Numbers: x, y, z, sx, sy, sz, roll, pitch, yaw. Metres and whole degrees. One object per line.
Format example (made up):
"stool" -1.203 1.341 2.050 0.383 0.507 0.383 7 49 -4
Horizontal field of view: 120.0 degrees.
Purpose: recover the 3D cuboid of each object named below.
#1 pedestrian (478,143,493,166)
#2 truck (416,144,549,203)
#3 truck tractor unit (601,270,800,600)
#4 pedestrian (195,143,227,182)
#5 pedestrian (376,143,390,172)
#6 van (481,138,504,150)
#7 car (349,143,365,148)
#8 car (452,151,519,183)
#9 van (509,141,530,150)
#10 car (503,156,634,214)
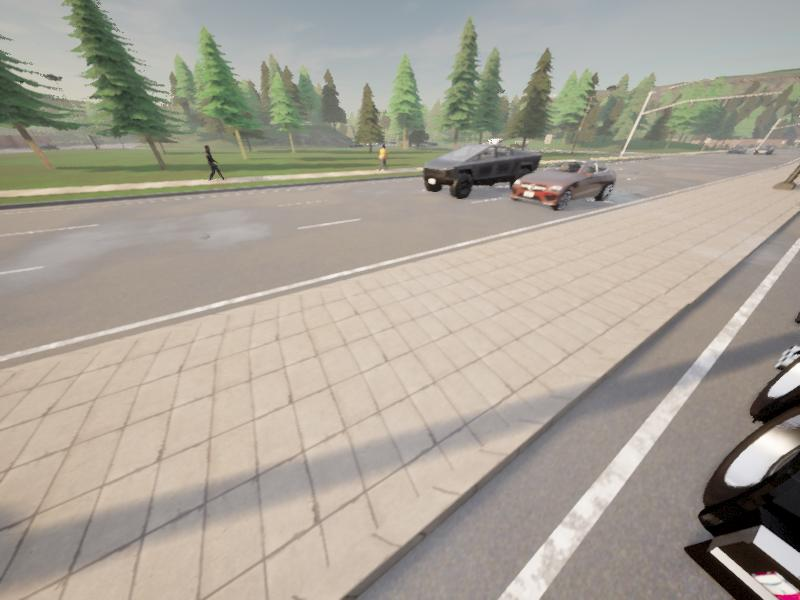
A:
"pedestrian" 8.420 -14.378 22.776 0.751 1.860 0.751 -19 39 -26
"truck" 4.161 -6.635 11.723 6.274 2.098 2.390 -18 39 -25
"truck tractor unit" 5.120 -0.292 0.768 6.516 4.208 3.053 -18 39 -24
"pedestrian" -10.810 -7.880 13.290 0.751 1.860 0.751 -18 39 -25
"pedestrian" -1.314 -11.004 17.852 0.751 1.860 0.751 -27 43 -33
"van" 26.534 -45.122 66.751 1.988 2.561 5.915 -18 39 -24
"car" -12.837 -46.702 69.818 1.895 1.301 4.718 22 40 28
"car" 5.885 -9.318 16.020 3.988 1.617 1.851 -18 39 -25
"van" 32.837 -42.588 63.624 2.069 2.038 4.480 -18 38 -24
"car" 7.279 -5.152 10.035 5.027 1.651 2.152 -18 39 -25
